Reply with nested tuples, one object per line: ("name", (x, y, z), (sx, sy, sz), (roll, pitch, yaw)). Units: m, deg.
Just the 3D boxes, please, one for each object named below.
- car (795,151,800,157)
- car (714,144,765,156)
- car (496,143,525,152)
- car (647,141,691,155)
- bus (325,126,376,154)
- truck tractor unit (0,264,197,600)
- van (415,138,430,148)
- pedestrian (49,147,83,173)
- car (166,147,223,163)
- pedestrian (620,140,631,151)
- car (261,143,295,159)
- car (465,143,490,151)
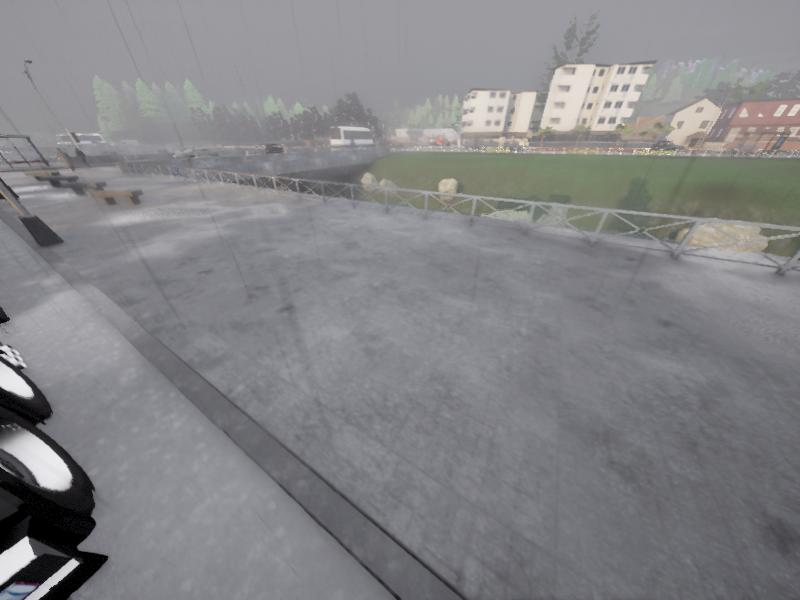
("car", (56.597, -19.611, 30.367), (4.193, 1.474, 1.816), (18, 39, 25))
("car", (52.791, -23.485, 36.039), (3.806, 1.475, 1.970), (18, 39, 25))
("car", (23.854, -33.065, 50.051), (5.357, 1.411, 2.033), (18, 39, 25))
("car", (42.790, -24.349, 36.932), (3.866, 1.878, 1.905), (18, 39, 25))
("bus", (-9.520, -32.399, 46.890), (3.944, 4.253, 10.273), (18, 39, 25))
("truck tractor unit", (-5.112, -0.300, 0.777), (6.516, 4.208, 3.053), (18, 39, 24))
("van", (7.413, -52.620, 77.367), (2.351, 2.431, 6.366), (18, 39, 25))
("pedestrian", (-28.871, -12.128, 20.002), (0.751, 1.860, 0.751), (18, 39, 24))
("car", (-26.522, -18.884, 30.031), (2.128, 1.511, 4.902), (19, 39, 25))
("pedestrian", (43.836, -30.038, 44.895), (0.751, 1.860, 0.751), (18, 39, 24))
("car", (-18.365, -22.588, 34.948), (1.905, 1.878, 3.866), (18, 39, 24))
("car", (17.748, -35.048, 52.866), (4.892, 1.490, 1.837), (19, 39, 25))
